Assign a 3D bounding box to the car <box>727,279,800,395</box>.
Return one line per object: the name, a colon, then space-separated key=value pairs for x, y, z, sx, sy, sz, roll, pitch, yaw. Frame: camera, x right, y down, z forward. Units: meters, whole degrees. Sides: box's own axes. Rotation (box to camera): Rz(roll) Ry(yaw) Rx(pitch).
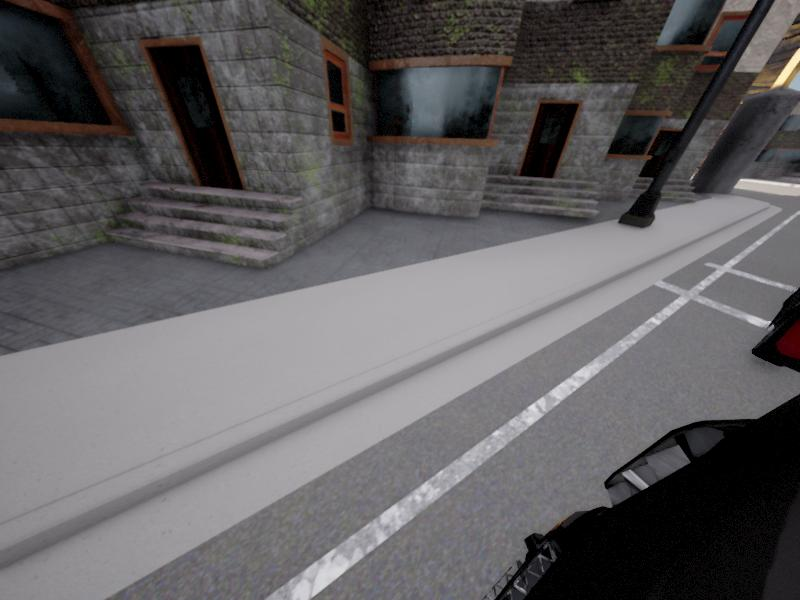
car: x=6.355 y=0.212 z=2.622 sx=3.806 sy=1.475 sz=1.970 roll=-15 pitch=38 yaw=-24
